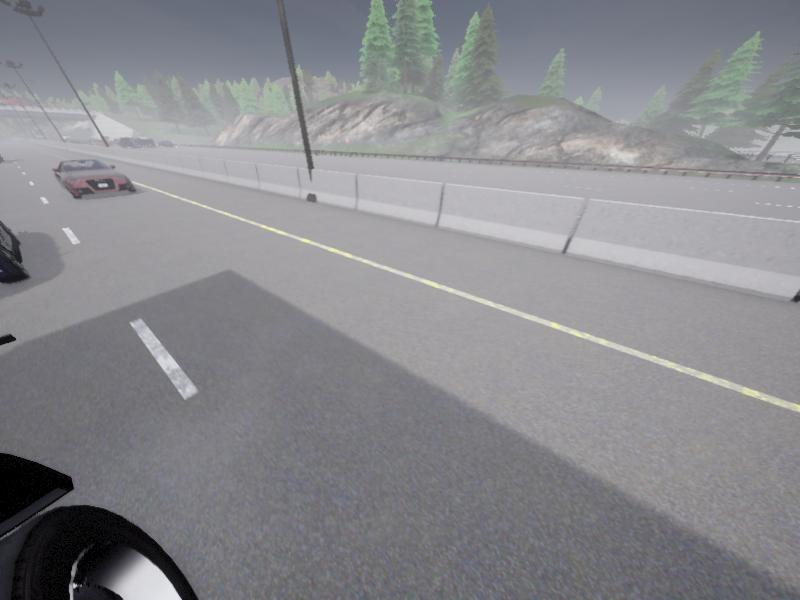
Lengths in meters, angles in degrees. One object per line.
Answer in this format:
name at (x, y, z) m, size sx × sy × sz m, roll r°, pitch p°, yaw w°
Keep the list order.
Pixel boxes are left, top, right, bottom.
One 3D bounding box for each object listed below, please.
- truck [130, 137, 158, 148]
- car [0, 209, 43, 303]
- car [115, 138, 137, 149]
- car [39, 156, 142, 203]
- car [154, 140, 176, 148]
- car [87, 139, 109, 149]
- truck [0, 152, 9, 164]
truck at (-59.657, -36.770, 53.834) m, size 6.274 × 2.098 × 2.390 m, roll 22°, pitch 41°, yaw 28°
car at (-8.918, -1.162, 4.080) m, size 4.856 × 1.649 × 2.033 m, roll 22°, pitch 41°, yaw 28°
car at (-59.949, -34.343, 50.567) m, size 3.866 × 1.878 × 1.905 m, roll 22°, pitch 41°, yaw 28°
car at (-14.390, -5.735, 10.756) m, size 4.181 × 1.385 × 1.994 m, roll 22°, pitch 41°, yaw 28°
car at (-56.728, -37.798, 55.825) m, size 4.902 × 1.511 × 2.128 m, roll 22°, pitch 41°, yaw 28°
car at (-66.865, -34.566, 51.109) m, size 5.366 × 1.575 × 1.801 m, roll 22°, pitch 41°, yaw 28°
truck at (-40.675, -14.426, 21.937) m, size 5.204 × 2.467 × 2.627 m, roll 22°, pitch 41°, yaw 28°
